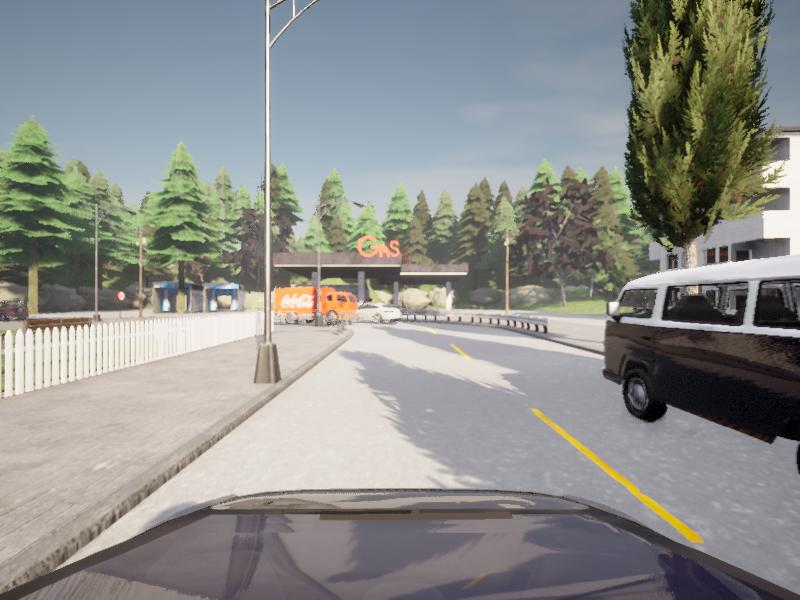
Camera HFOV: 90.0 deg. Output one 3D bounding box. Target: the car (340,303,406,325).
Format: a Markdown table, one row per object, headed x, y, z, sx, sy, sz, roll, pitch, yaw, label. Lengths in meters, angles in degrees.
| x | y | z | sx | sy | sz | roll | pitch | yaw | label |
| --- | --- | --- | --- | --- | --- | --- | --- | --- | --- |
| -2.024 | 0.959 | 28.920 | 4.674 | 1.442 | 1.812 | 0 | -1 | 37 | car |

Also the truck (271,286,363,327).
| x | y | z | sx | sy | sz | roll | pitch | yaw | label |
| --- | --- | --- | --- | --- | --- | --- | --- | --- | --- |
| -5.339 | 0.442 | 26.049 | 5.204 | 2.467 | 2.627 | 0 | -2 | 14 | truck |

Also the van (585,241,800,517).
| x | y | z | sx | sy | sz | roll | pitch | yaw | label |
| --- | --- | --- | --- | --- | --- | --- | --- | --- | --- |
| 3.983 | 0.587 | 4.136 | 2.069 | 2.038 | 4.480 | 0 | 0 | 0 | van |

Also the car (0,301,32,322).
| x | y | z | sx | sy | sz | roll | pitch | yaw | label |
| --- | --- | --- | --- | --- | --- | --- | --- | --- | --- |
| -31.033 | 0.901 | 30.834 | 3.705 | 1.549 | 1.789 | -1 | 0 | 0 | car |
